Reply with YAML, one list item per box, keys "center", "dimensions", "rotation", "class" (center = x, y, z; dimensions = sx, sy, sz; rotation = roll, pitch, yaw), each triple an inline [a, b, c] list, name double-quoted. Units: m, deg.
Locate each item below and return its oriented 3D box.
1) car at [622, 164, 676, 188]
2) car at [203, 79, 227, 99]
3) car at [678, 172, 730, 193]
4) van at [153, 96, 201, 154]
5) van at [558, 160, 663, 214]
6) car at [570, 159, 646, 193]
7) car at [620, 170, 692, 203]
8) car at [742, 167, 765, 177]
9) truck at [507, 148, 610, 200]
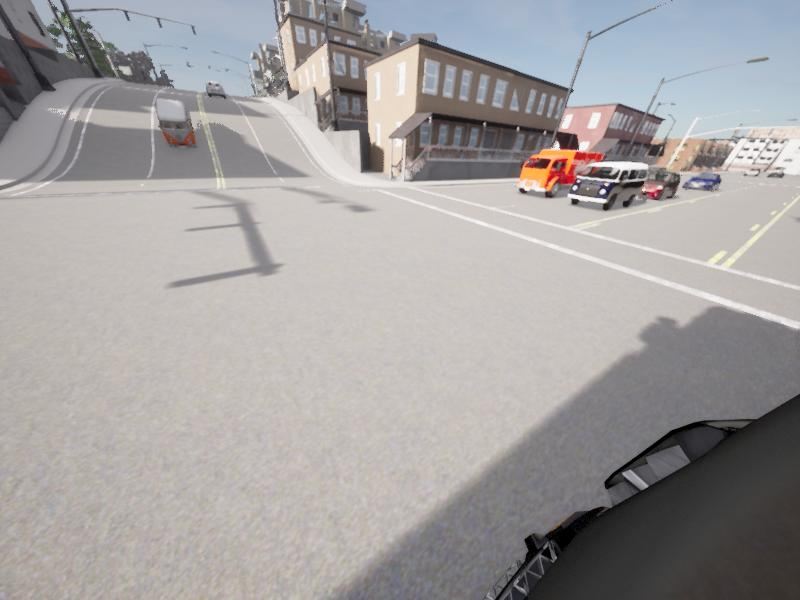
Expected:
- center: [24.651, -12.320, 22.890]
  dimensions: [4.553, 1.767, 2.097]
  rotation: [-17, 38, -27]
  class: "car"
- center: [-23.763, -27.125, 29.701]
  dimensions: [1.970, 1.475, 3.806]
  rotation: [-17, 47, -27]
  class: "car"
- center: [28.538, -11.087, 21.654]
  dimensions: [4.674, 1.442, 1.812]
  rotation: [-17, 38, -27]
  class: "car"
- center: [-16.624, -13.044, 17.228]
  dimensions: [1.775, 1.987, 4.442]
  rotation: [-18, 60, -28]
  class: "van"
- center: [10.841, -5.946, 11.954]
  dimensions: [4.480, 2.038, 2.069]
  rotation: [-17, 38, -27]
  class: "van"
- center: [16.603, -9.960, 18.462]
  dimensions: [5.566, 2.045, 2.150]
  rotation: [-17, 38, -27]
  class: "car"
- center: [17.105, -7.676, 15.454]
  dimensions: [3.988, 1.617, 1.851]
  rotation: [-17, 38, -27]
  class: "car"
- center: [83.663, -30.320, 54.656]
  dimensions: [4.605, 1.855, 1.932]
  rotation: [-17, 38, -27]
  class: "car"
- center: [9.978, -8.050, 14.673]
  dimensions: [5.204, 2.467, 2.627]
  rotation: [-16, 38, -26]
  class: "truck"
